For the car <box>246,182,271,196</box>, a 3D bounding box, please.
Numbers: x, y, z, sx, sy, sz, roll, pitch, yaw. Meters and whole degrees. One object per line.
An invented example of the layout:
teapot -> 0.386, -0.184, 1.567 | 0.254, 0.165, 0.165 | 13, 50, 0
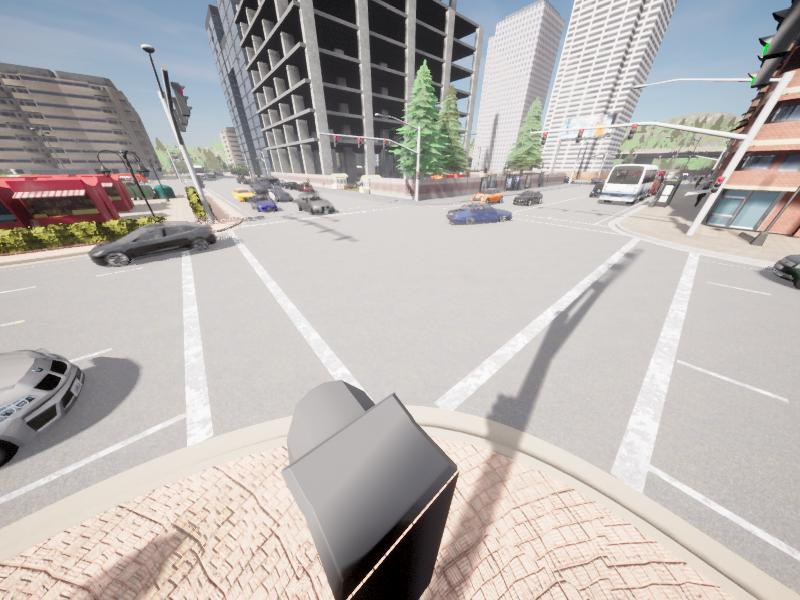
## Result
car -> -22.789, -17.826, 37.129 | 1.930, 1.638, 5.238 | -23, 37, -34

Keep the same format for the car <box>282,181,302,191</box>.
car -> -20.828, -22.030, 44.514 | 1.882, 1.535, 5.008 | -23, 37, -34

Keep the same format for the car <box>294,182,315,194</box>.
car -> -16.556, -19.550, 40.149 | 1.851, 1.617, 3.988 | -23, 37, -34

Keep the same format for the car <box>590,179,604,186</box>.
car -> 47.831, -28.507, 56.075 | 1.895, 1.301, 4.718 | 17, 34, 26

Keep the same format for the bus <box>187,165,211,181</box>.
bus -> -66.051, -41.661, 75.794 | 3.944, 4.253, 10.273 | -24, 37, -35

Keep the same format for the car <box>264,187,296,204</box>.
car -> -15.511, -13.492, 29.736 | 2.038, 1.542, 4.974 | -23, 37, -34

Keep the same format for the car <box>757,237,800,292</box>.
car -> 16.218, -0.903, 7.905 | 3.705, 1.549, 1.789 | 21, 36, 32

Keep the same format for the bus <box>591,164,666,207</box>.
bus -> 29.081, -14.753, 29.311 | 10.273, 4.253, 3.944 | -23, 37, -34

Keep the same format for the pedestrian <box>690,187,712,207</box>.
pedestrian -> 33.137, -11.351, 25.453 | 0.751, 1.860, 0.751 | -23, 37, -34

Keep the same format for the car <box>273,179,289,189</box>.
car -> -25.198, -24.615, 48.975 | 1.789, 1.549, 3.705 | -23, 37, -34

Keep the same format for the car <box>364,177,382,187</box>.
car -> -5.875, -25.875, 50.553 | 1.905, 1.878, 3.866 | -23, 37, -34

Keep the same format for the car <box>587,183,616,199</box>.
car -> 29.977, -16.310, 34.363 | 3.866, 1.878, 1.905 | -23, 37, -34

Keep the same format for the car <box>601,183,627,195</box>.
car -> 36.103, -18.722, 38.890 | 5.366, 1.575, 1.801 | -23, 37, -34

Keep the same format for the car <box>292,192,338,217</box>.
car -> -8.342, -9.432, 22.565 | 2.242, 1.667, 4.611 | -25, 38, -36

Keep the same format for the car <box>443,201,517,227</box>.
car -> 6.428, -7.065, 18.805 | 5.357, 1.411, 2.033 | -8, 31, -14

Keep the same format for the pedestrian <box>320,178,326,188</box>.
pedestrian -> -15.527, -23.576, 46.518 | 0.751, 1.860, 0.751 | -23, 37, -34

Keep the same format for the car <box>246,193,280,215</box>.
car -> -13.906, -9.815, 23.420 | 1.816, 1.474, 4.193 | -23, 37, -34

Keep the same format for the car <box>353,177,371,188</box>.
car -> -8.128, -24.929, 48.916 | 1.905, 1.878, 3.866 | -23, 37, -34

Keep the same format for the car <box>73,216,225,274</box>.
car -> -12.330, -3.047, 11.804 | 2.163, 1.488, 4.792 | 24, 37, 34

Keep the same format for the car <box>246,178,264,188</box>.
car -> -32.368, -26.160, 51.584 | 2.152, 1.651, 5.027 | -23, 37, -34

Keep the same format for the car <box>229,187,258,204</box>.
car -> -20.436, -13.692, 30.072 | 1.882, 1.535, 5.008 | -23, 37, -34

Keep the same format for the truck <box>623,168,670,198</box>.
truck -> 38.913, -18.603, 36.395 | 8.468, 3.827, 2.891 | -23, 37, -34

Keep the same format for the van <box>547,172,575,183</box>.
van -> 47.390, -36.180, 68.090 | 1.988, 2.561, 5.915 | -22, 37, -34

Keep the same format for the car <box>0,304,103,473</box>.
car -> -7.986, 1.961, 2.938 | 4.611, 1.667, 2.242 | -22, 37, -34

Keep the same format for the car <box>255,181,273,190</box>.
car -> -27.697, -23.301, 46.885 | 1.994, 1.385, 4.181 | -23, 37, -34

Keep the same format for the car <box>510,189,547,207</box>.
car -> 15.622, -12.414, 28.014 | 4.892, 1.490, 1.837 | -23, 37, -34

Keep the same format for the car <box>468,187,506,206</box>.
car -> 10.696, -12.768, 28.325 | 4.553, 1.767, 2.097 | -23, 37, -34

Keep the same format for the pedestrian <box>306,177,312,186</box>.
pedestrian -> -20.267, -26.395, 51.402 | 0.751, 1.860, 0.751 | -22, 37, -33

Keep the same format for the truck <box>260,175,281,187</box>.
truck -> -30.214, -27.803, 53.953 | 2.390, 2.098, 6.274 | -23, 37, -34
